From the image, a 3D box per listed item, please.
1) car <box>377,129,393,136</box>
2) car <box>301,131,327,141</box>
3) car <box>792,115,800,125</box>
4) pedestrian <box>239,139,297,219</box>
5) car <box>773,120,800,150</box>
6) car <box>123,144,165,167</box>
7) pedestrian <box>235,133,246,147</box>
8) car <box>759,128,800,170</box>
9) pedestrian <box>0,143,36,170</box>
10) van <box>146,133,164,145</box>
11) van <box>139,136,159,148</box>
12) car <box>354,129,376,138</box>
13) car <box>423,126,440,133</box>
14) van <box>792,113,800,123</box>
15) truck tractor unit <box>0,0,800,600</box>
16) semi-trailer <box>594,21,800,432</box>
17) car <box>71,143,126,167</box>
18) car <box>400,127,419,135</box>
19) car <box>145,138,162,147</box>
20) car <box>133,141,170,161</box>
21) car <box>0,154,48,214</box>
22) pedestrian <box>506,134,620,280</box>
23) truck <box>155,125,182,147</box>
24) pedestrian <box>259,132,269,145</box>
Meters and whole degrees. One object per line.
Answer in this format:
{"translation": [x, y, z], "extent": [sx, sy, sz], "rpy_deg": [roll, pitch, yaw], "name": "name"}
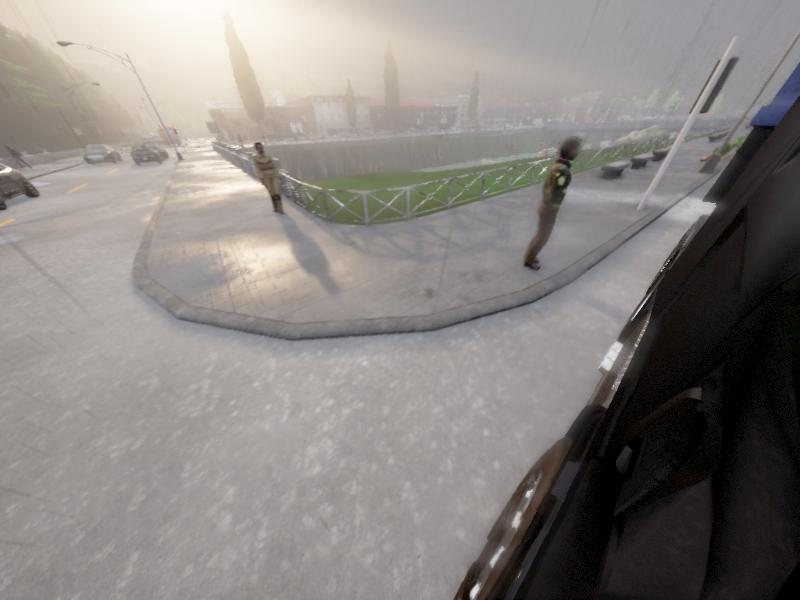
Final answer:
{"translation": [-4.043, -45.454, 62.643], "extent": [3.806, 1.475, 1.970], "rpy_deg": [-25, 43, -27], "name": "car"}
{"translation": [-19.884, -38.021, 53.544], "extent": [5.027, 1.651, 2.152], "rpy_deg": [-25, 43, -27], "name": "car"}
{"translation": [70.430, -31.297, 40.081], "extent": [4.181, 1.385, 1.994], "rpy_deg": [-25, 43, -27], "name": "car"}
{"translation": [-3.667, -3.381, 6.501], "extent": [0.751, 1.860, 0.751], "rpy_deg": [-23, 42, -25], "name": "pedestrian"}
{"translation": [28.162, -11.387, 15.891], "extent": [4.514, 1.525, 2.007], "rpy_deg": [-25, 43, -27], "name": "car"}
{"translation": [-23.796, -13.636, 21.661], "extent": [1.816, 1.474, 4.193], "rpy_deg": [-25, 43, -27], "name": "car"}
{"translation": [-25.838, -25.833, 37.355], "extent": [0.751, 1.860, 0.751], "rpy_deg": [-25, 43, -27], "name": "pedestrian"}
{"translation": [19.578, -7.267, 11.036], "extent": [4.181, 1.385, 1.994], "rpy_deg": [-25, 43, -27], "name": "car"}
{"translation": [-33.445, -12.494, 20.132], "extent": [0.751, 1.860, 0.751], "rpy_deg": [-16, 39, -18], "name": "pedestrian"}
{"translation": [-66.375, -43.666, 62.670], "extent": [1.988, 2.561, 5.915], "rpy_deg": [-25, 43, -27], "name": "van"}
{"translation": [-56.913, -35.978, 52.466], "extent": [2.069, 2.038, 4.480], "rpy_deg": [-25, 43, -27], "name": "van"}
{"translation": [-8.995, -43.181, 59.766], "extent": [5.238, 1.638, 1.930], "rpy_deg": [-25, 43, -27], "name": "car"}
{"translation": [9.545, -51.949, 70.360], "extent": [4.856, 1.649, 2.033], "rpy_deg": [-25, 43, -27], "name": "car"}
{"translation": [80.424, -36.453, 45.476], "extent": [6.366, 2.431, 2.351], "rpy_deg": [-25, 43, -27], "name": "van"}
{"translation": [2.645, -0.295, 0.351], "extent": [6.516, 4.208, 3.053], "rpy_deg": [-28, 44, -30], "name": "truck tractor unit"}
{"translation": [8.902, -3.449, 4.029], "extent": [14.254, 4.402, 2.717], "rpy_deg": [-26, 43, -28], "name": "semi-trailer"}
{"translation": [-30.215, -14.758, 23.357], "extent": [2.033, 1.649, 4.856], "rpy_deg": [-25, 42, -27], "name": "car"}
{"translation": [2.782, -48.748, 66.496], "extent": [5.238, 1.638, 1.930], "rpy_deg": [-25, 43, -27], "name": "car"}
{"translation": [-61.438, -39.332, 57.618], "extent": [2.007, 1.525, 4.514], "rpy_deg": [-25, 43, -27], "name": "car"}
{"translation": [-27.719, -16.761, 25.951], "extent": [2.038, 1.542, 4.974], "rpy_deg": [-25, 43, -27], "name": "car"}
{"translation": [-17.333, -4.544, 9.147], "extent": [2.242, 1.667, 4.611], "rpy_deg": [-25, 43, -27], "name": "car"}
{"translation": [2.262, -1.356, 3.506], "extent": [0.751, 1.860, 0.751], "rpy_deg": [14, 40, 20], "name": "pedestrian"}
{"translation": [-54.781, -39.050, 54.922], "extent": [2.891, 3.827, 8.468], "rpy_deg": [-25, 43, -27], "name": "truck"}
{"translation": [-24.005, -28.579, 40.884], "extent": [0.751, 1.860, 0.751], "rpy_deg": [-28, 44, -30], "name": "pedestrian"}
